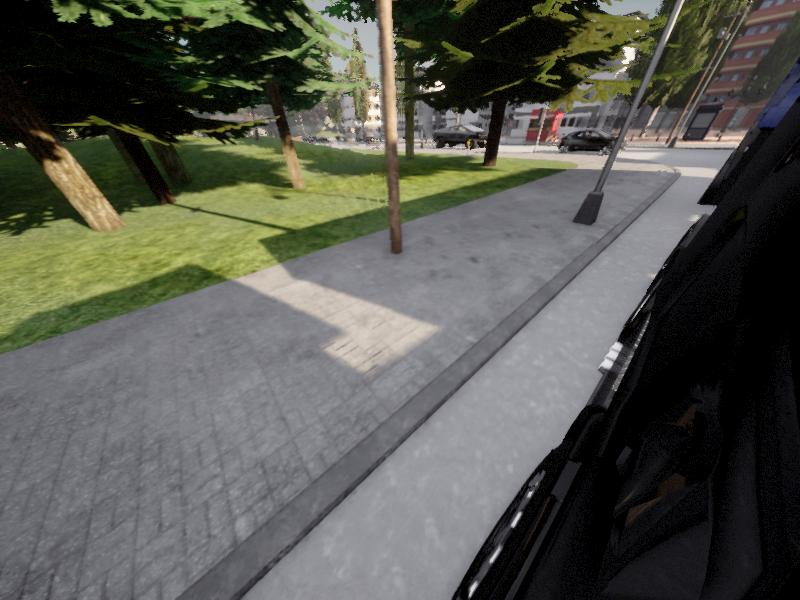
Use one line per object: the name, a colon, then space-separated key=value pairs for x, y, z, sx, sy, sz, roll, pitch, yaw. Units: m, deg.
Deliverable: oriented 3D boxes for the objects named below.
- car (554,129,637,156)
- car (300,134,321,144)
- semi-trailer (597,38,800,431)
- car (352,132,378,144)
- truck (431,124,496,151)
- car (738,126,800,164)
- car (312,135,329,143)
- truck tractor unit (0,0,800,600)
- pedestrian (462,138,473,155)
car: x=14.389 y=-11.809 z=17.286 sx=1.816 sy=1.474 sz=4.193 roll=-28 pitch=44 yaw=-30
car: x=-19.437 y=-34.838 z=49.954 sx=2.152 sy=1.651 sz=5.027 roll=-28 pitch=44 yaw=-30
semi-trailer: x=8.718 y=-3.589 z=4.212 sx=14.254 sy=4.402 sz=2.717 roll=-28 pitch=44 yaw=-30
car: x=-6.505 y=-29.663 z=42.243 sx=1.930 sy=1.638 sz=5.238 roll=-28 pitch=44 yaw=-30
truck: x=6.510 y=-17.355 z=24.645 sx=2.390 sy=2.098 sz=6.274 roll=-28 pitch=44 yaw=-30
car: x=20.707 y=-7.540 z=11.231 sx=1.812 sy=1.442 sz=4.674 roll=-28 pitch=44 yaw=-30
car: x=-18.630 y=-37.717 z=54.016 sx=1.895 sy=1.301 sz=4.718 roll=-29 pitch=44 yaw=-30
truck tractor unit: x=2.645 y=-0.295 z=0.352 sx=6.516 sy=4.208 sz=3.053 roll=-28 pitch=44 yaw=-30
pedestrian: x=5.539 y=-12.616 z=19.004 sx=0.500 sy=1.100 sz=0.500 roll=-29 pitch=44 yaw=-31
